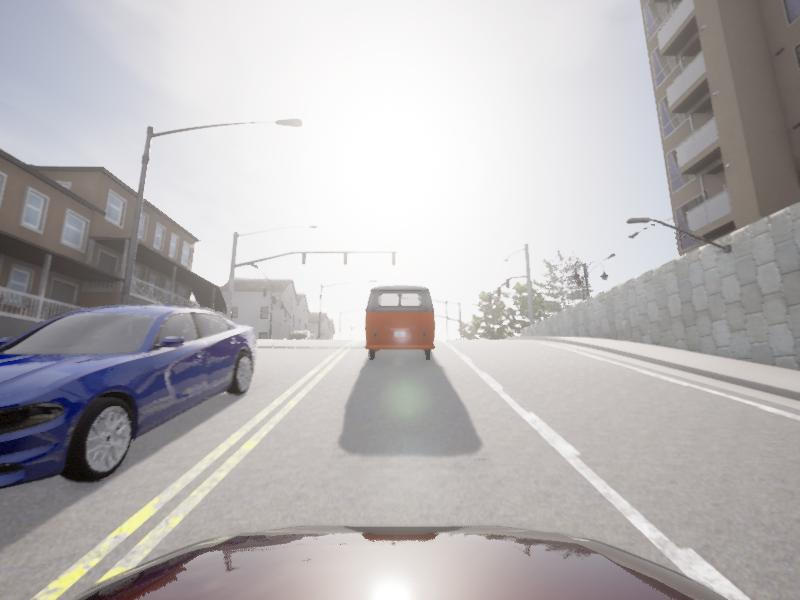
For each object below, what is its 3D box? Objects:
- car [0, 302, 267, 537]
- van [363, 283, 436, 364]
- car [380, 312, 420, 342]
[{"bbox_3d":[-3.502,0.808,5.168,1.882,1.535,5.008,0,0,0],"label":"car"},{"bbox_3d":[-0.004,0.580,11.955,1.775,1.987,4.442,0,0,0],"label":"van"},{"bbox_3d":[-0.019,1.679,23.592,2.128,1.511,4.902,0,-7,0],"label":"car"}]
